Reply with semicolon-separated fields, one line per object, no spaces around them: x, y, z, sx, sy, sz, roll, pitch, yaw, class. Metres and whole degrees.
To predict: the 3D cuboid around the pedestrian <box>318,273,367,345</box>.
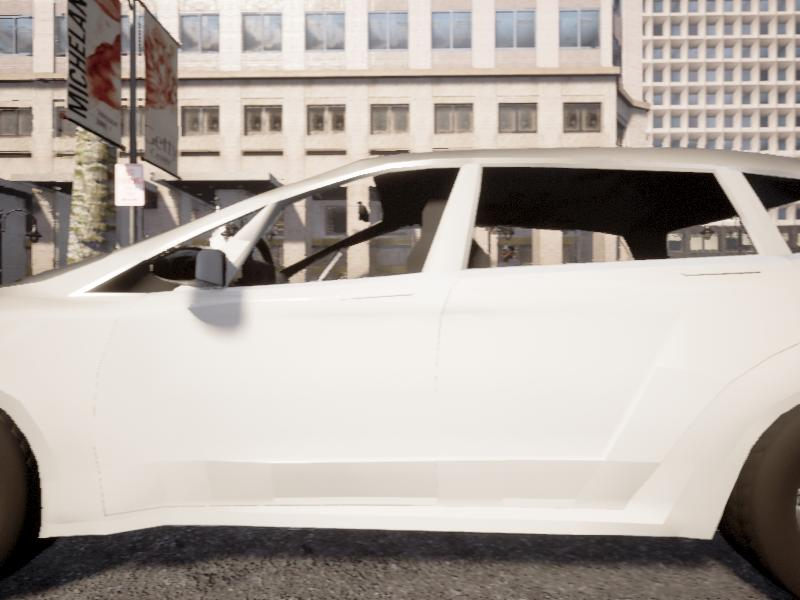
-1.121;0.161;7.694;0.751;1.300;0.751;0;0;-25;pedestrian

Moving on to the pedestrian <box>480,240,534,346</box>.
2.032;-0.125;7.589;0.751;1.860;0.751;0;0;41;pedestrian

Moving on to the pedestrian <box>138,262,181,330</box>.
-6.773;-0.111;11.276;0.751;1.860;0.751;0;0;1;pedestrian

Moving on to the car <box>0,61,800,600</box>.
-0.003;0.155;2.286;4.611;1.667;2.242;0;0;1;car
